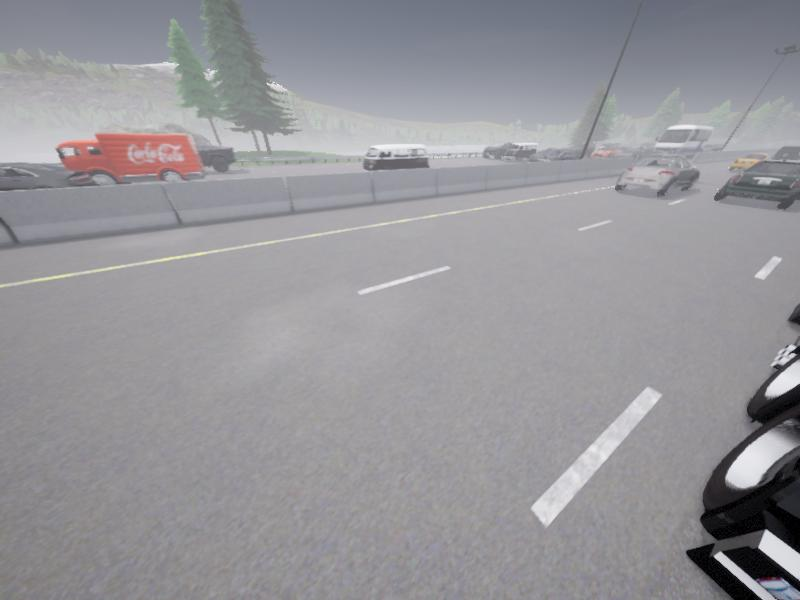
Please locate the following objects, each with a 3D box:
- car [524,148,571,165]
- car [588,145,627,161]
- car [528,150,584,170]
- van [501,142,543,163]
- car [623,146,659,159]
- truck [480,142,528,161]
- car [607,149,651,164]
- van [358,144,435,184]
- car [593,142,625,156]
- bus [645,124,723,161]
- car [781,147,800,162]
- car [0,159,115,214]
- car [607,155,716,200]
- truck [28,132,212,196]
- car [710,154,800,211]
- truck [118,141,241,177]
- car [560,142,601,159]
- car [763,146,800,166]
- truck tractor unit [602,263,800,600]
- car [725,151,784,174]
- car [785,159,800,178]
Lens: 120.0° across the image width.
[{"bbox_3d":[17.487,-17.056,27.373,4.974,1.542,2.038,-18,39,-25],"label":"car"},{"bbox_3d":[29.666,-21.123,33.102,4.553,1.767,2.097,-18,39,-24],"label":"car"},{"bbox_3d":[15.630,-14.137,23.171,4.902,1.511,2.128,-18,39,-24],"label":"car"},{"bbox_3d":[15.585,-18.955,29.633,4.480,2.038,2.069,-18,39,-24],"label":"van"},{"bbox_3d":[39.357,-24.201,37.773,5.027,1.651,2.152,-18,39,-24],"label":"car"},{"bbox_3d":[14.660,-20.985,32.495,6.274,2.098,2.390,-18,39,-24],"label":"truck"},{"bbox_3d":[29.684,-18.659,29.909,5.357,1.411,2.033,-18,39,-24],"label":"car"},{"bbox_3d":[-0.195,-9.215,15.475,4.480,2.038,2.069,-18,39,-24],"label":"van"},{"bbox_3d":[40.535,-29.370,44.850,5.566,2.045,2.150,-18,39,-25],"label":"car"},{"bbox_3d":[43.858,-24.356,35.734,10.273,4.253,3.944,-18,39,-24],"label":"bus"},{"bbox_3d":[58.504,-21.217,33.620,4.611,1.667,2.242,-18,39,-24],"label":"car"},{"bbox_3d":[-14.901,-4.216,8.609,4.902,1.511,2.128,-18,39,-24],"label":"car"},{"bbox_3d":[14.018,-6.741,12.419,5.027,1.651,2.152,-18,39,-24],"label":"car"},{"bbox_3d":[-13.726,-7.299,12.216,5.204,2.467,2.627,-18,39,-24],"label":"truck"},{"bbox_3d":[16.867,-5.430,10.408,4.553,1.767,2.097,-18,39,-24],"label":"car"},{"bbox_3d":[-16.235,-10.943,17.758,6.274,2.098,2.390,-18,39,-24],"label":"truck"},{"bbox_3d":[27.658,-22.880,35.390,5.566,2.045,2.150,-18,39,-24],"label":"car"},{"bbox_3d":[46.885,-17.530,28.013,3.866,1.878,1.905,-18,39,-24],"label":"car"},{"bbox_3d":[5.113,-0.297,0.787,6.516,4.208,3.053,-18,39,-24],"label":"truck tractor unit"},{"bbox_3d":[32.958,-12.878,21.461,5.366,1.575,1.801,-18,39,-24],"label":"car"},{"bbox_3d":[33.142,-10.587,18.260,3.806,1.475,1.970,-18,39,-24],"label":"car"}]
